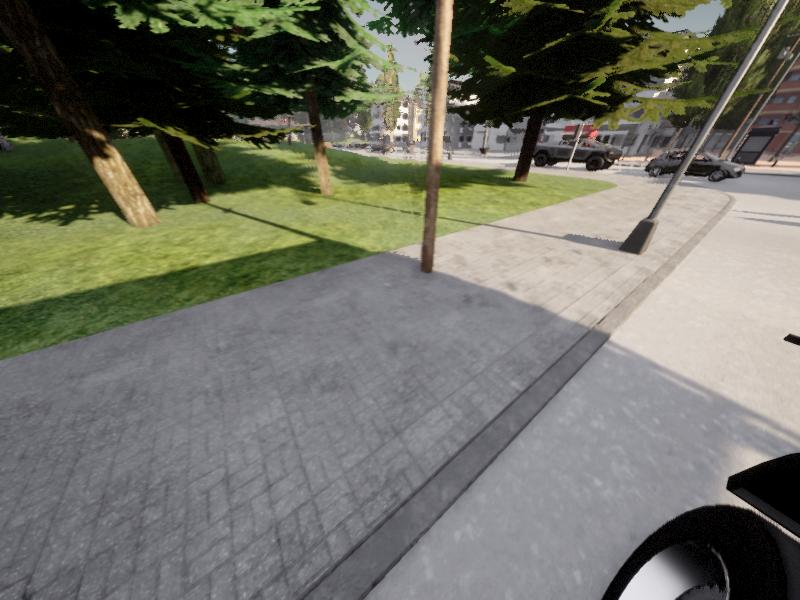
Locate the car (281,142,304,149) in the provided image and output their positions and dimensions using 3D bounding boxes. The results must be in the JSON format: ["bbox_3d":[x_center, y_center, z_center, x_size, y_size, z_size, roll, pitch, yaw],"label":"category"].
[{"bbox_3d":[-29.580,-42.712,63.847,5.357,1.411,2.033,-10,36,-14],"label":"car"}]

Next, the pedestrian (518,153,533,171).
[{"bbox_3d":[9.263,-10.188,17.098,0.500,1.100,0.500,-24,41,-30],"label":"pedestrian"}]

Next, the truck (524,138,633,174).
[{"bbox_3d":[14.144,-11.968,18.938,2.390,2.098,6.274,-22,41,-28],"label":"truck"}]

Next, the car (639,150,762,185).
[{"bbox_3d":[18.206,-8.341,14.304,1.816,1.474,4.193,-20,40,-26],"label":"car"}]

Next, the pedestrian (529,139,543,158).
[{"bbox_3d":[16.144,-17.997,27.450,0.751,1.860,0.751,-21,40,-26],"label":"pedestrian"}]
